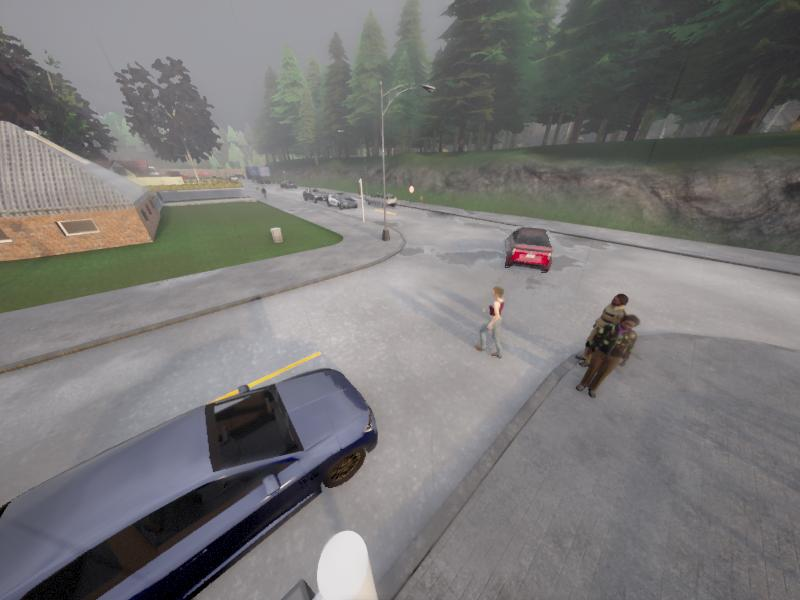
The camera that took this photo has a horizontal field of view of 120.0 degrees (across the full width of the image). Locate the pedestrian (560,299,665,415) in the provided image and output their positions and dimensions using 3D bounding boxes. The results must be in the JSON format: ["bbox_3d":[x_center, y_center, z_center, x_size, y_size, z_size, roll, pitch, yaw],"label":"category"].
[{"bbox_3d":[3.798,1.044,4.252,0.751,1.860,0.751,-25,39,-37],"label":"pedestrian"}]

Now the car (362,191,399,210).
[{"bbox_3d":[-2.304,-11.795,27.115,2.007,1.525,4.514,-22,37,-33],"label":"car"}]

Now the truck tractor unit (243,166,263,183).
[{"bbox_3d":[-44.896,-38.398,70.493,3.053,4.208,6.516,-23,37,-34],"label":"truck tractor unit"}]

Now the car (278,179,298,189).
[{"bbox_3d":[-24.097,-24.897,49.664,2.242,1.667,4.611,-25,38,-36],"label":"car"}]

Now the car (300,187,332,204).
[{"bbox_3d":[-11.336,-14.136,31.074,2.152,1.651,5.027,-23,37,-34],"label":"car"}]

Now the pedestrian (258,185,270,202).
[{"bbox_3d":[-17.832,-14.021,30.380,0.751,1.860,0.751,-23,37,-34],"label":"pedestrian"}]

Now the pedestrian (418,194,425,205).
[{"bbox_3d":[2.568,-12.070,27.761,0.500,1.100,0.500,-19,35,-29],"label":"pedestrian"}]

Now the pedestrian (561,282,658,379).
[{"bbox_3d":[4.288,0.653,4.929,0.751,1.860,0.751,9,31,16],"label":"pedestrian"}]

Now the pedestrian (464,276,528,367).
[{"bbox_3d":[2.184,0.511,5.418,0.751,1.860,0.751,-20,36,-31],"label":"pedestrian"}]

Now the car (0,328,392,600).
[{"bbox_3d":[-2.327,2.183,2.956,4.193,1.474,1.816,-23,37,-34],"label":"car"}]

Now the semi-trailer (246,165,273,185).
[{"bbox_3d":[-39.809,-35.450,65.195,2.717,4.402,14.254,-23,37,-34],"label":"semi-trailer"}]

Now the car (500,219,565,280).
[{"bbox_3d":[6.322,-2.746,11.443,2.007,1.525,4.514,12,32,20],"label":"car"}]

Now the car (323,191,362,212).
[{"bbox_3d":[-6.622,-11.285,26.224,2.038,1.542,4.974,-23,37,-34],"label":"car"}]
